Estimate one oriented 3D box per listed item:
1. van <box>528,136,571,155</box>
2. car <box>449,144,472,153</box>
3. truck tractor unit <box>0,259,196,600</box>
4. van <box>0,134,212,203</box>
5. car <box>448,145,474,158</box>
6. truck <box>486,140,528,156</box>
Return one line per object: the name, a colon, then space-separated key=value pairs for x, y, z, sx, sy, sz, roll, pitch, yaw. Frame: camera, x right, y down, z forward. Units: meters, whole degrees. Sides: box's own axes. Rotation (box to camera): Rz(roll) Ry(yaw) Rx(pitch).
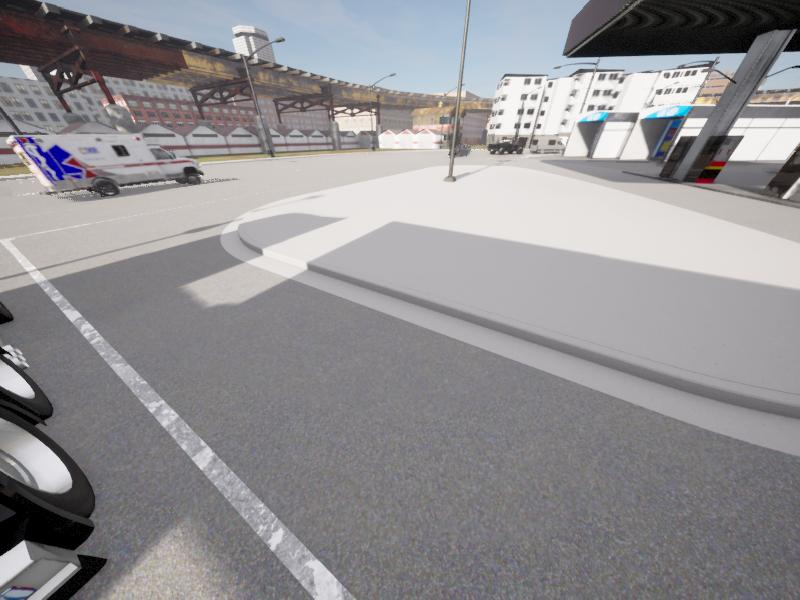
van: x=26.160 y=-27.144 z=40.549 sx=5.915 sy=2.561 sz=1.988 roll=-6 pitch=35 yaw=-7
car: x=12.128 y=-30.524 z=46.434 sx=3.806 sy=1.475 sz=1.970 roll=-15 pitch=37 yaw=-20
truck tractor unit: x=-5.103 y=-0.308 z=0.790 sx=6.516 sy=4.208 sz=3.053 roll=19 pitch=39 yaw=25
van: x=-14.476 y=-7.073 z=12.137 sx=2.351 sy=2.431 sz=6.366 roll=13 pitch=38 yaw=28
car: x=9.148 y=-22.372 z=34.707 sx=3.633 sy=1.501 sz=1.845 roll=-28 pitch=43 yaw=-34
truck: x=18.019 y=-25.792 z=39.054 sx=6.274 sy=2.098 sz=2.390 roll=-15 pitch=38 yaw=-20
